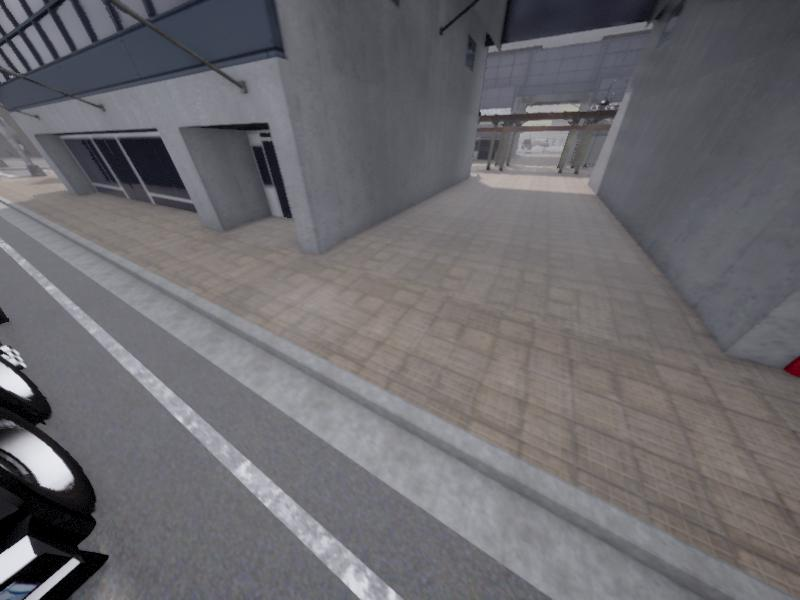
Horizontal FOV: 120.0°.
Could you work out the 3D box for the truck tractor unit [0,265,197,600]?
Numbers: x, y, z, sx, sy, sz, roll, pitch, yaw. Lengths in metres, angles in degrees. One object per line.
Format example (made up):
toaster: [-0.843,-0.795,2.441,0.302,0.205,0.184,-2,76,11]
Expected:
truck tractor unit: [-5.115,-0.297,0.776,6.516,4.208,3.053,18,39,24]
